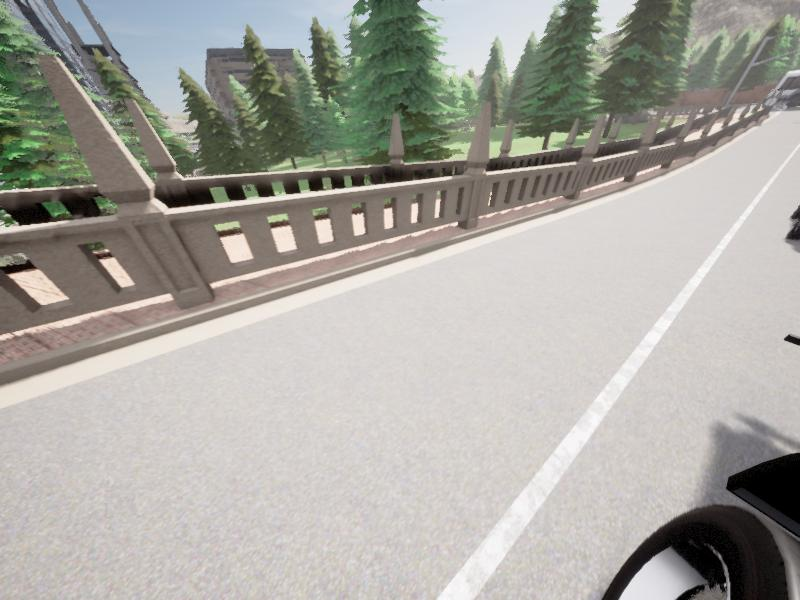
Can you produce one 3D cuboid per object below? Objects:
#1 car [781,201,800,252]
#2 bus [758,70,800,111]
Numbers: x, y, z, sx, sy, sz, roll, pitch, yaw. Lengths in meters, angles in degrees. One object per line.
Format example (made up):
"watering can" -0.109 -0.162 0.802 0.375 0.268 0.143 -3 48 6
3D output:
"car" 12.001 -2.402 5.809 5.366 1.575 1.801 -23 41 -27
"bus" 59.314 -29.321 31.653 3.944 4.253 10.273 -34 45 -29
